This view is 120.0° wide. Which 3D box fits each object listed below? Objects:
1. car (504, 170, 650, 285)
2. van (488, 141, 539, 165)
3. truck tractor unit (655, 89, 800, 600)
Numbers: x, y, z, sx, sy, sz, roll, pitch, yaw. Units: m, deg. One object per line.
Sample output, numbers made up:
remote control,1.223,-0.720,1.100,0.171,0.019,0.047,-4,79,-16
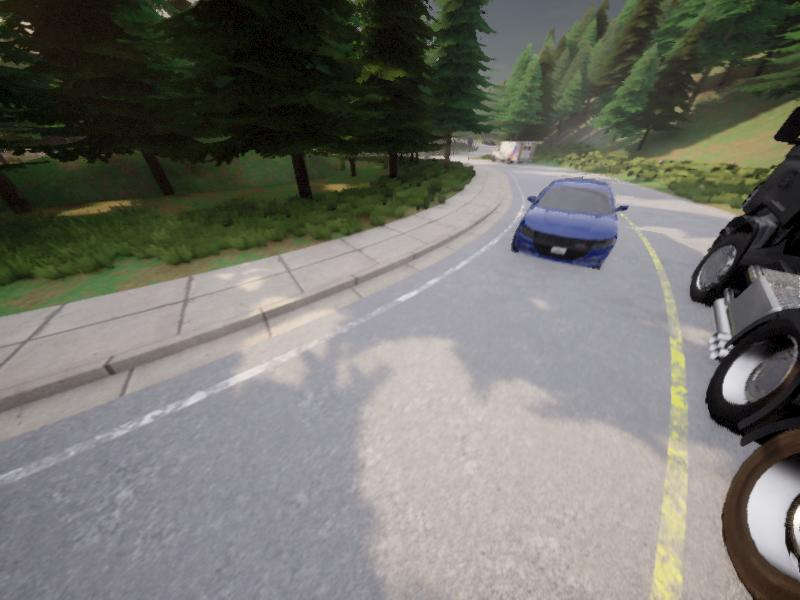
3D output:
car,4.618,-2.410,6.280,1.882,1.535,5.008,21,40,27
van,14.666,-19.439,30.459,2.351,2.431,6.366,-8,35,-12
truck tractor unit,4.791,-0.533,1.134,3.053,4.208,6.516,29,44,35
